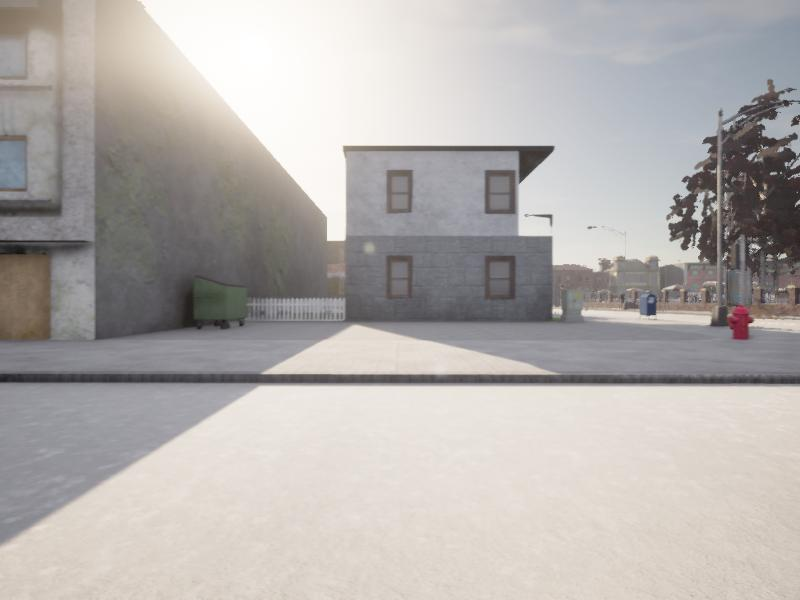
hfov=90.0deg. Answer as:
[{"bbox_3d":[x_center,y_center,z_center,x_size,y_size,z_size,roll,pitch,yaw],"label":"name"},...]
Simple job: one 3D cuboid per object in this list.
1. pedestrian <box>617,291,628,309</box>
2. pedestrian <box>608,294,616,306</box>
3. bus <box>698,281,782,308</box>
[{"bbox_3d":[23.165,-0.032,41.636,0.751,1.860,0.751,0,0,2],"label":"pedestrian"},{"bbox_3d":[31.470,-0.027,59.466,0.751,1.860,0.751,0,0,0],"label":"pedestrian"},{"bbox_3d":[54.626,-0.838,64.490,10.273,4.253,3.944,0,0,0],"label":"bus"}]
